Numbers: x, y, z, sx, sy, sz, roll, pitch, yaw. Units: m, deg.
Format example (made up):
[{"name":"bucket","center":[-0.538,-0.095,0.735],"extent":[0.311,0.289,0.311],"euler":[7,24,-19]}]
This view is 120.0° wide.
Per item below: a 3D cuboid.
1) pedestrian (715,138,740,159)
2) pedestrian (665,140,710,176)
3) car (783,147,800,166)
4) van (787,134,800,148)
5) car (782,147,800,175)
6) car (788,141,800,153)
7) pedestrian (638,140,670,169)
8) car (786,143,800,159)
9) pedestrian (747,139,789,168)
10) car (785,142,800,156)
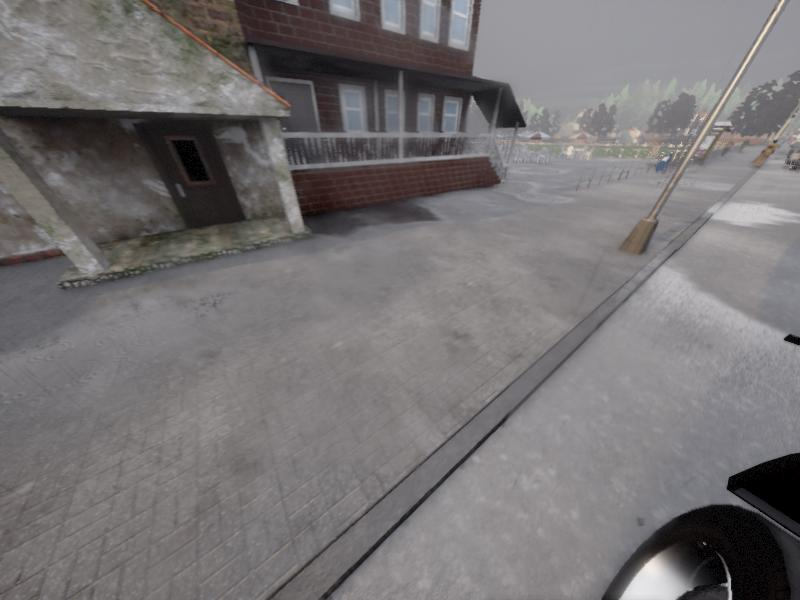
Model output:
[{"name":"pedestrian","center":[36.119,-16.729,25.475],"extent":[0.751,1.860,0.751],"euler":[-22,41,-28]},{"name":"pedestrian","center":[18.083,-8.936,14.575],"extent":[0.751,1.860,0.751],"euler":[-5,35,-6]},{"name":"car","center":[37.306,-13.147,21.112],"extent":[4.718,1.301,1.895],"euler":[-23,41,-28]},{"name":"van","center":[85.641,-33.841,49.069],"extent":[6.366,2.431,2.351],"euler":[-25,42,-31]},{"name":"car","center":[29.539,-9.651,16.036],"extent":[4.902,1.511,2.128],"euler":[-29,44,-34]},{"name":"car","center":[62.268,-23.721,35.725],"extent":[4.892,1.490,1.837],"euler":[-23,41,-28]},{"name":"pedestrian","center":[19.872,-11.418,18.117],"extent":[0.751,1.860,0.751],"euler":[12,37,17]},{"name":"car","center":[46.501,-17.092,26.460],"extent":[4.892,1.490,1.837],"euler":[-22,41,-29]},{"name":"pedestrian","center":[28.667,-11.442,18.048],"extent":[0.751,1.860,0.751],"euler":[-11,37,-15]},{"name":"car","center":[53.854,-20.148,30.816],"extent":[5.357,1.411,2.033],"euler":[-23,41,-28]}]
